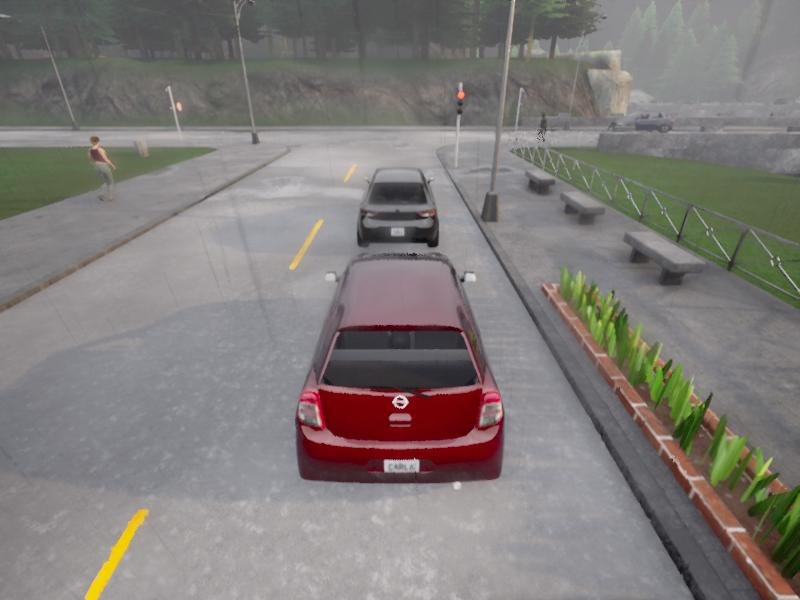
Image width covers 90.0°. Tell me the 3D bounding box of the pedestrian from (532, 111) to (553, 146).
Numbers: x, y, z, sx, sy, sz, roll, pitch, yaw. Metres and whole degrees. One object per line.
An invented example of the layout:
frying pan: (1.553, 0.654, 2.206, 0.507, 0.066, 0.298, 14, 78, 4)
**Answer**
pedestrian: (8.468, -10.230, 23.854, 0.751, 1.860, 0.751, 0, 27, 0)

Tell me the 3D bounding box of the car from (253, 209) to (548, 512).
car: (0.002, 0.193, 4.464, 1.845, 1.501, 3.633, 0, 27, 0)

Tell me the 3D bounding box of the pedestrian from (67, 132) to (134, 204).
pedestrian: (-8.538, -3.786, 11.481, 0.751, 1.860, 0.751, 3, 28, 5)

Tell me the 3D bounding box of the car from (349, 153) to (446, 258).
car: (-0.034, -2.483, 9.671, 1.816, 1.474, 4.193, 0, 27, 0)

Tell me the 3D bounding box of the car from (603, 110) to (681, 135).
car: (19.428, -14.350, 32.279, 4.611, 1.667, 2.242, 0, 27, 0)
